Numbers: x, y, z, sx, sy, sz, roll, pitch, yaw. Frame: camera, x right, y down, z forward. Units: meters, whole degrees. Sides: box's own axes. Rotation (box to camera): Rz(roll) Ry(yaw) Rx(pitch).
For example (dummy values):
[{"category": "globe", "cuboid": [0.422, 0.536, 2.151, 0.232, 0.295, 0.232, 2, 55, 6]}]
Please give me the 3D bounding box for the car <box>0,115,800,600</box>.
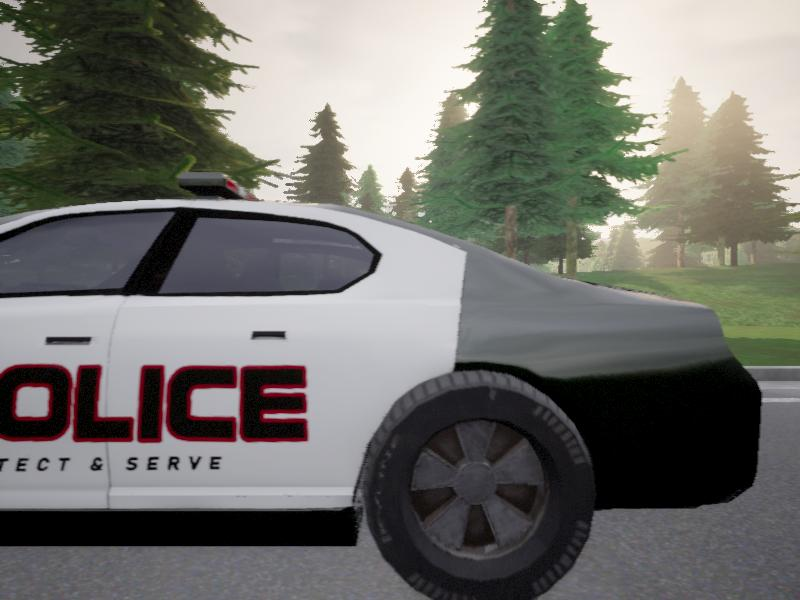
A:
[{"category": "car", "cuboid": [-1.268, 0.227, 2.202, 4.974, 1.542, 2.038, 0, 0, 0]}]
